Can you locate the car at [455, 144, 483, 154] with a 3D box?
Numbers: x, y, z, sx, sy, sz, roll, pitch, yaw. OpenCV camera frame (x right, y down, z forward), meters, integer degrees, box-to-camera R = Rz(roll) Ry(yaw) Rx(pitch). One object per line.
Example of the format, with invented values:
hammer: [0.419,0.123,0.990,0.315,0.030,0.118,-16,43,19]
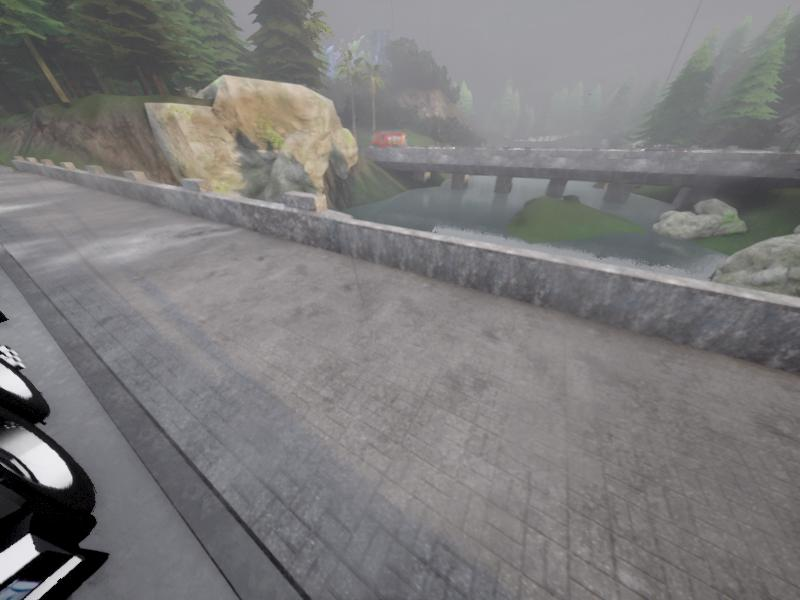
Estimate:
car: [12.829,-28.299,43.197,4.514,1.525,2.007,18,39,24]

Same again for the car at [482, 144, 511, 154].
car: [18.462,-29.014,44.247,4.674,1.442,1.812,19,39,25]

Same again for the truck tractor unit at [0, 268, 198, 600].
truck tractor unit: [-5.117,-0.295,0.767,6.516,4.208,3.053,18,39,24]

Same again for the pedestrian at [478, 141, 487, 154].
pedestrian: [13.782,-25.517,38.676,0.751,1.860,0.751,-29,44,-34]

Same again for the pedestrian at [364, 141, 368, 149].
pedestrian: [-8.933,-40.814,60.835,0.751,1.860,0.751,9,36,13]

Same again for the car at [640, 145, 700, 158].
car: [36.868,-20.465,31.772,4.892,1.490,1.837,18,39,25]

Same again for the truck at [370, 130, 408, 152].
truck: [-2.588,-36.814,53.539,8.468,3.827,2.891,19,39,25]
